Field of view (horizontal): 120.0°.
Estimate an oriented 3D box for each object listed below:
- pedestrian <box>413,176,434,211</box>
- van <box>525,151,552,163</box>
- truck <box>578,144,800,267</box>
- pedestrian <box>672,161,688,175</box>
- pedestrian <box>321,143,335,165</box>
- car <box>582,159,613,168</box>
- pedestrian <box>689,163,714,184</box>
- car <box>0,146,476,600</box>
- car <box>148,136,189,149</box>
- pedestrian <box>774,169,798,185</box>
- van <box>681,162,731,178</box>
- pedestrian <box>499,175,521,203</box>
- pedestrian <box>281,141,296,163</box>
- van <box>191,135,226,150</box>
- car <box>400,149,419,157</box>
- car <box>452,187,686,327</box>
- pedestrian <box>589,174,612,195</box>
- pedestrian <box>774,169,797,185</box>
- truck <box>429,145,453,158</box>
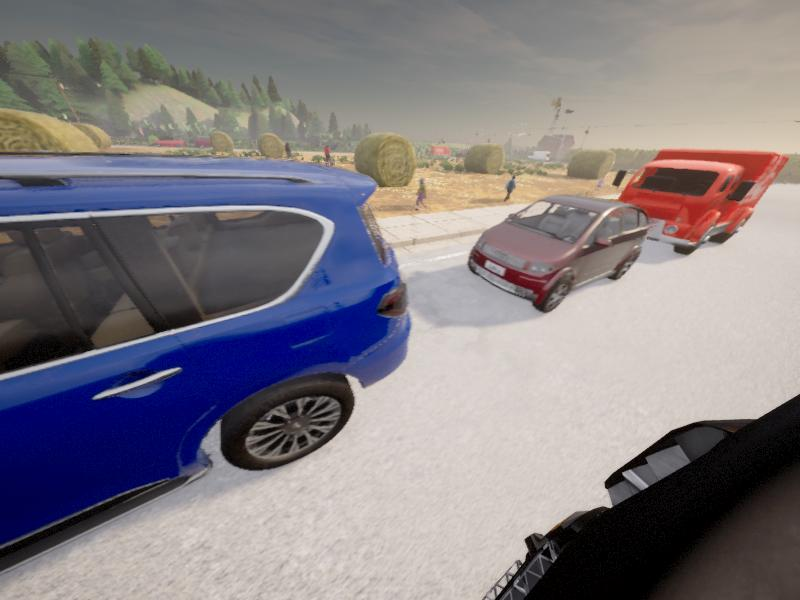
[{"bbox_3d":[0.847,-3.938,8.565,0.500,1.100,0.500,-7,35,-15],"label":"pedestrian"},{"bbox_3d":[39.210,-40.842,65.807,1.988,2.561,5.915,-17,39,-28],"label":"van"},{"bbox_3d":[8.797,-3.135,7.086,5.204,2.467,2.627,-16,38,-26],"label":"truck"},{"bbox_3d":[46.882,-22.106,38.706,0.751,1.860,0.751,-12,37,-22],"label":"pedestrian"},{"bbox_3d":[-7.236,-14.679,23.262,0.751,1.860,0.751,26,40,30],"label":"pedestrian"},{"bbox_3d":[46.910,-32.536,54.935,2.038,1.542,4.974,-15,38,-25],"label":"car"},{"bbox_3d":[32.725,-13.743,25.075,0.751,1.860,0.751,-14,38,-24],"label":"pedestrian"},{"bbox_3d":[-2.557,0.304,1.426,5.566,2.045,2.150,-16,38,-26],"label":"car"},{"bbox_3d":[-40.577,-27.704,40.643,4.514,1.525,2.007,-13,37,-23],"label":"car"},{"bbox_3d":[52.987,-16.919,31.720,0.751,1.860,0.751,-26,43,-36],"label":"pedestrian"},{"bbox_3d":[52.935,-22.584,40.098,2.069,2.038,4.480,-15,38,-25],"label":"van"},{"bbox_3d":[5.095,-5.158,10.727,0.500,1.100,0.500,-25,43,-35],"label":"pedestrian"},{"bbox_3d":[-11.513,-15.330,23.890,0.751,1.860,0.751,5,34,4],"label":"pedestrian"},{"bbox_3d":[-35.378,-29.137,42.782,4.442,1.987,1.775,-14,37,-23],"label":"van"},{"bbox_3d":[2.218,-35.742,56.121,4.193,1.474,1.816,-13,37,-23],"label":"car"},{"bbox_3d":[3.155,-1.139,4.481,3.705,1.549,1.789,-16,38,-26],"label":"car"},{"bbox_3d":[12.423,-7.168,14.316,0.500,1.100,0.500,-9,36,-18],"label":"pedestrian"},{"bbox_3d":[53.488,-17.108,32.052,0.751,1.860,0.751,-22,41,-32],"label":"pedestrian"},{"bbox_3d":[10.453,-38.120,59.432,5.204,2.467,2.627,-13,37,-23],"label":"truck"}]
